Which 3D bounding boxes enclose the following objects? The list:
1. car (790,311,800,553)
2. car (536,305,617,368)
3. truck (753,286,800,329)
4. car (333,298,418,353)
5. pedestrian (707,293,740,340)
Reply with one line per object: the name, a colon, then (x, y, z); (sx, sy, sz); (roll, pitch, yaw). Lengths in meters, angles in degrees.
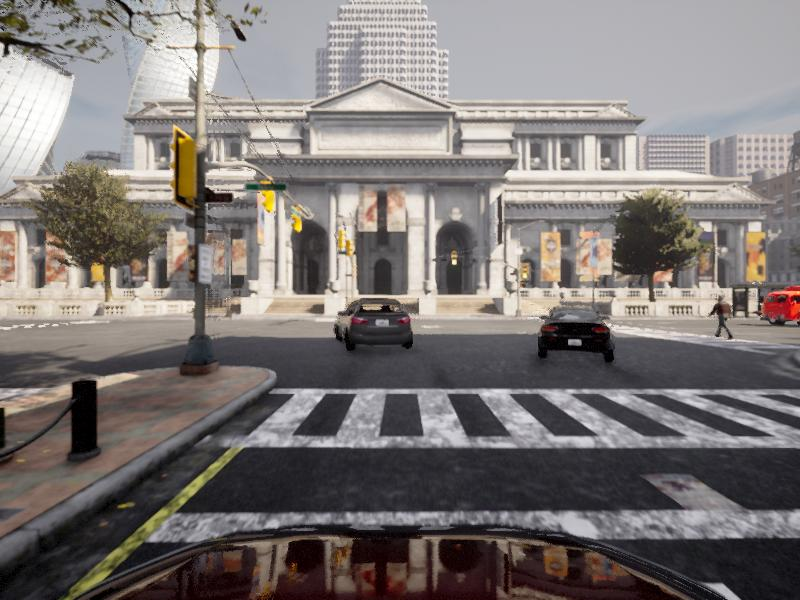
car: (3.519, 0.829, 0.325); (2.007, 1.525, 4.514); (0, 0, 0)
car: (5.213, 0.887, 11.971); (1.812, 1.442, 4.674); (0, 0, 23)
truck: (25.314, 0.375, 24.415); (5.204, 2.467, 2.627); (-1, 0, 0)
car: (-1.091, 0.777, 14.561); (2.242, 1.667, 4.611); (0, 0, -15)
pedestrian: (13.212, 0.661, 16.372); (0.751, 1.860, 0.751); (0, 0, 1)
